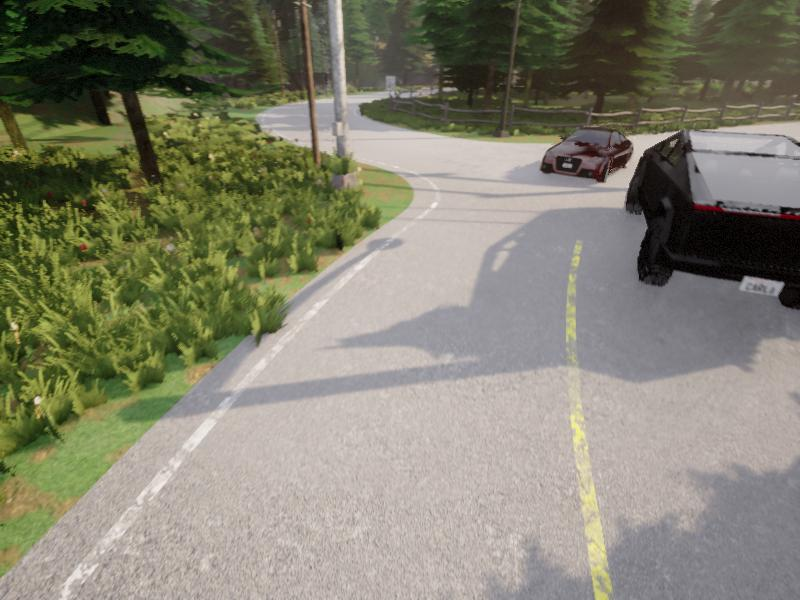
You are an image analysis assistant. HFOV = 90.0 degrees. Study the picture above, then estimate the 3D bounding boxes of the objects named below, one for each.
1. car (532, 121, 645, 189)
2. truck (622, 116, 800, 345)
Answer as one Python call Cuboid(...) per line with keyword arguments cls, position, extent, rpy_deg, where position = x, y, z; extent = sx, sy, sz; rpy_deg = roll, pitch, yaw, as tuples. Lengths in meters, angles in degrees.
Cuboid(cls="car", position=(6.442, -5.036, 13.509), extent=(1.994, 1.385, 4.181), rpy_deg=(24, 37, 34))
Cuboid(cls="truck", position=(5.819, -1.890, 7.351), extent=(2.390, 2.098, 6.274), rpy_deg=(13, 32, 20))
